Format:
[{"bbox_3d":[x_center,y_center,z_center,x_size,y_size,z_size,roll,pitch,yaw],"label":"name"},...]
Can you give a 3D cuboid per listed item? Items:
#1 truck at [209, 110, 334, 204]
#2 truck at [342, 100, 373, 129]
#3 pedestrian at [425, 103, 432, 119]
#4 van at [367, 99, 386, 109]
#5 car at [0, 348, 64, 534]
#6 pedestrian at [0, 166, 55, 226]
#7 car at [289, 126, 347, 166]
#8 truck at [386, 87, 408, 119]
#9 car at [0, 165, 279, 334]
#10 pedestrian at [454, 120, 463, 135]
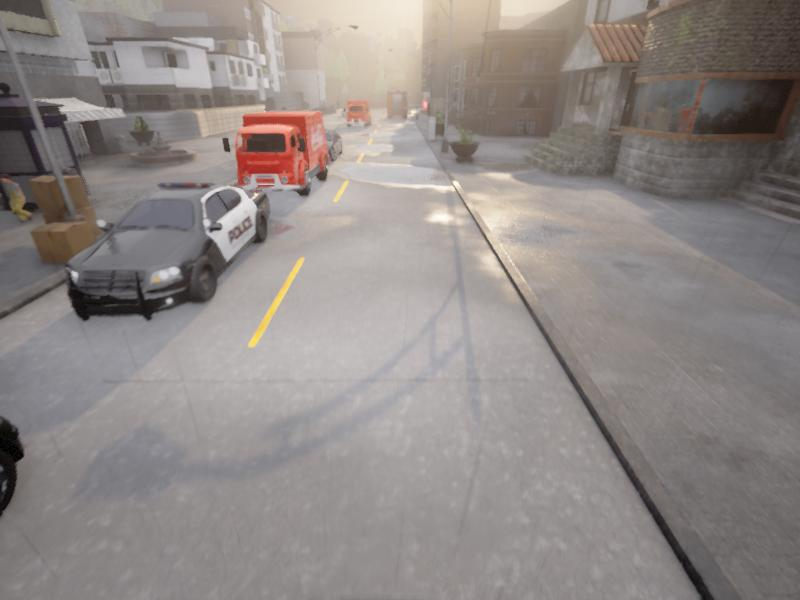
[{"bbox_3d":[-4.105,-5.293,14.210,2.627,2.467,5.204,0,27,0],"label":"truck"},{"bbox_3d":[-4.274,-19.175,41.203,2.627,2.467,5.204,0,27,0],"label":"truck"},{"bbox_3d":[3.720,-24.602,52.102,0.751,1.860,0.751,-1,27,-2],"label":"pedestrian"},{"bbox_3d":[-5.533,-45.675,93.214,4.442,1.987,1.775,20,34,34],"label":"van"},{"bbox_3d":[-4.027,1.709,1.553,1.851,1.617,3.988,0,27,0],"label":"car"},{"bbox_3d":[-9.581,-2.627,10.048,0.751,1.300,0.751,6,28,12],"label":"pedestrian"},{"bbox_3d":[-4.148,-8.298,21.231,2.033,1.411,5.357,0,27,0],"label":"car"},{"bbox_3d":[-0.371,-28.193,57.225,2.891,3.827,8.468,0,27,0],"label":"truck"},{"bbox_3d":[-4.064,-1.345,7.571,2.038,1.542,4.974,0,27,0],"label":"car"},{"bbox_3d":[4.651,-13.731,31.806,0.500,1.100,0.500,-4,28,-8],"label":"pedestrian"}]
